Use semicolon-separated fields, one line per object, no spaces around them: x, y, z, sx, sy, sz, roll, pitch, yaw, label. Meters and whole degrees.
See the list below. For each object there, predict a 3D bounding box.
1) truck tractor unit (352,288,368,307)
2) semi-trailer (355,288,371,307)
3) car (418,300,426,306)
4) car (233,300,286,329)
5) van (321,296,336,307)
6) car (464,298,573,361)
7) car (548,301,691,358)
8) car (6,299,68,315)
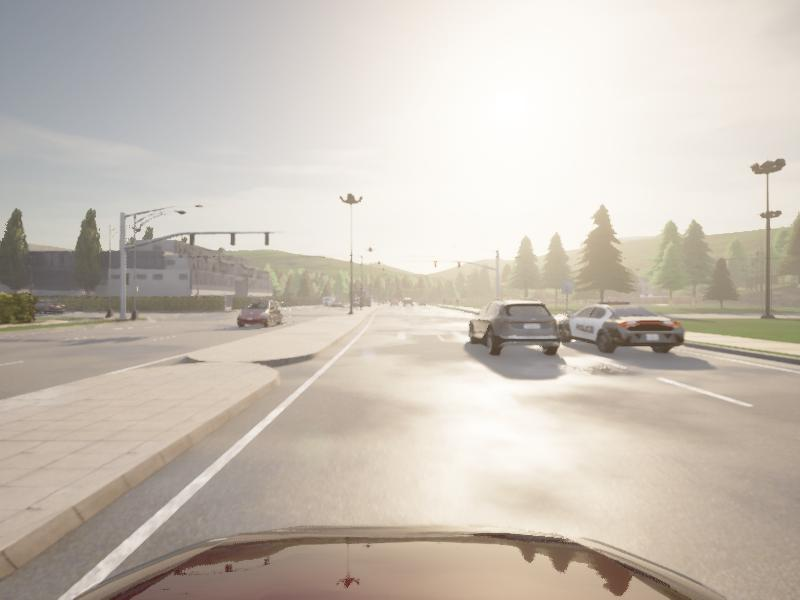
-9.314;-0.539;93.153;3.053;4.208;6.516;0;0;0;truck tractor unit
-9.245;-0.639;101.067;2.717;4.402;14.254;0;0;1;semi-trailer
5.627;0.766;103.044;1.851;1.617;3.988;0;0;0;car
-8.224;0.783;23.786;1.851;1.617;3.988;0;0;-2;car
-16.355;0.358;91.791;2.351;2.431;6.366;0;0;0;van
3.496;0.775;12.935;2.033;1.649;4.856;0;0;-1;car
6.965;0.823;13.486;2.038;1.542;4.974;0;0;0;car
-38.377;0.745;42.412;4.611;1.667;2.242;0;0;1;car
